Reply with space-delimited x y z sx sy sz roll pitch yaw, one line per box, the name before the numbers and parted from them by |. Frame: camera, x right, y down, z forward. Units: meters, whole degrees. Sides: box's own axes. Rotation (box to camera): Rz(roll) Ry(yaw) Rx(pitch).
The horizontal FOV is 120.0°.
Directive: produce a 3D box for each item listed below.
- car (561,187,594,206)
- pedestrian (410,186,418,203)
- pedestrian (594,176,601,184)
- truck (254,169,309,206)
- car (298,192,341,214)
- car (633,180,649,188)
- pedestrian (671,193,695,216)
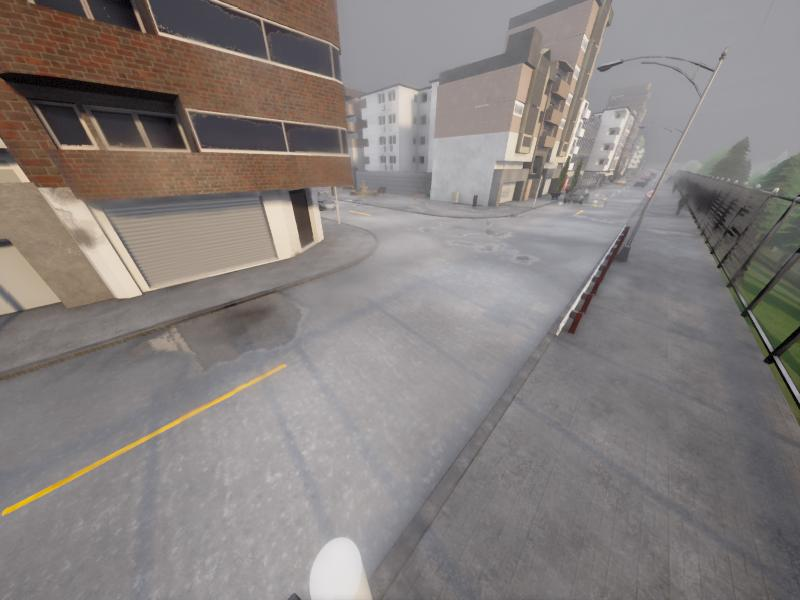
car | 22.787 -13.386 29.606 4.553 1.767 2.097 -26 39 -38
pedestrian | 1.791 -13.419 29.367 0.751 1.860 0.751 19 35 29
pedestrian | 51.297 -31.141 60.075 0.751 1.860 0.751 23 37 34
truck | -15.596 -14.898 30.194 2.891 3.827 8.468 -26 39 -38
car | -8.698 -10.524 24.818 2.033 1.649 4.856 -26 39 -37
car | 54.484 -26.277 52.223 4.892 1.490 1.837 -27 39 -38
pedestrian | 26.490 -8.980 21.651 0.751 1.860 0.751 -23 37 -34
